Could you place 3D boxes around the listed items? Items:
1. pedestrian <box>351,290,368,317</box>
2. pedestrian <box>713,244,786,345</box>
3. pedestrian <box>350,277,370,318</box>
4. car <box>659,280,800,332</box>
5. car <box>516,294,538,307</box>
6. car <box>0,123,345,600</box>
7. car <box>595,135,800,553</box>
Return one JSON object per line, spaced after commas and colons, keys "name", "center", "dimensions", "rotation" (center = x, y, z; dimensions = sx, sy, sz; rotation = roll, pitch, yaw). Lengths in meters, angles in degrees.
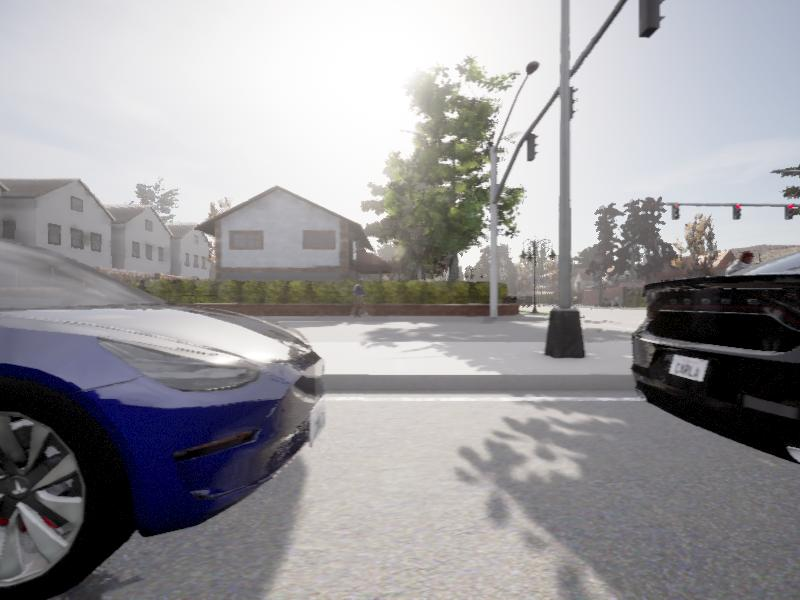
{"name": "pedestrian", "center": [-1.984, 0.163, 19.802], "dimensions": [0.751, 1.300, 0.751], "rotation": [0, 0, 0]}
{"name": "pedestrian", "center": [6.731, -0.093, 7.749], "dimensions": [0.751, 1.860, 0.751], "rotation": [0, 0, -1]}
{"name": "pedestrian", "center": [-1.891, -0.117, 18.904], "dimensions": [0.751, 1.860, 0.751], "rotation": [0, 0, 12]}
{"name": "car", "center": [12.086, 0.189, 13.732], "dimensions": [5.027, 1.651, 2.152], "rotation": [0, 0, 0]}
{"name": "car", "center": [19.294, 0.063, 60.943], "dimensions": [1.932, 1.855, 4.605], "rotation": [0, 0, -1]}
{"name": "car", "center": [-2.842, 0.249, 2.193], "dimensions": [4.792, 1.488, 2.163], "rotation": [0, 0, 0]}
{"name": "car", "center": [4.178, 0.173, 2.244], "dimensions": [5.238, 1.638, 1.930], "rotation": [0, 0, -1]}
